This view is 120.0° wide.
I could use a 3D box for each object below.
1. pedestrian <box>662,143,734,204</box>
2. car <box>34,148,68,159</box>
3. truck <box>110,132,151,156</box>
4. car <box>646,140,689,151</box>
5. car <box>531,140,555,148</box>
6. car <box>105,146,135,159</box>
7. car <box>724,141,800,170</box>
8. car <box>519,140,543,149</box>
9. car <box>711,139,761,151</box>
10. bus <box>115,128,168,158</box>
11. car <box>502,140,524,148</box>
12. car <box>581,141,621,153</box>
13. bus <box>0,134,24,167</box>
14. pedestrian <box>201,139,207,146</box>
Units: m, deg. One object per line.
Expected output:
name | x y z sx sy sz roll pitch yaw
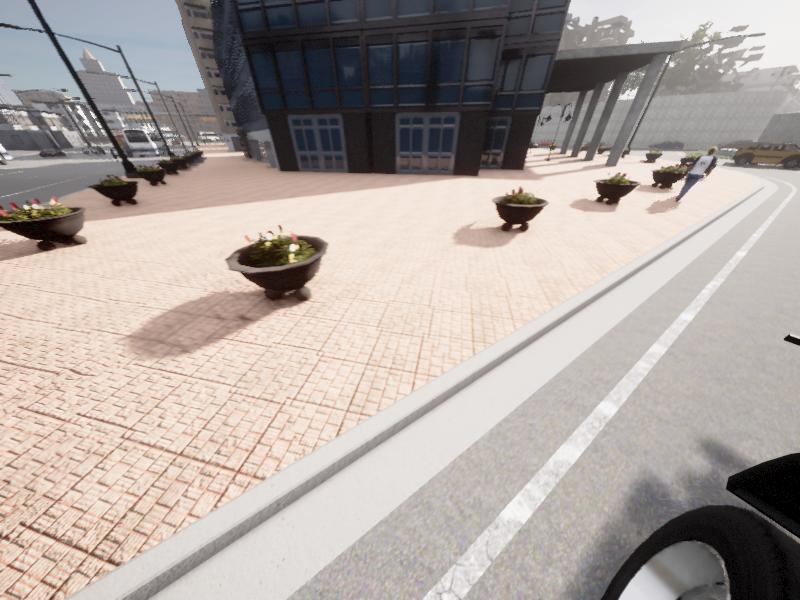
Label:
pedestrian | 10.954 -4.681 8.561 0.751 1.860 0.751 -21 40 -26
car | -62.535 -26.387 41.490 1.994 1.385 4.181 -21 41 -26
truck | -56.021 -32.766 48.304 2.891 3.827 8.468 -21 41 -26
car | 52.739 -30.559 45.735 5.027 1.651 2.152 18 39 23
car | 35.175 -38.540 56.925 2.007 1.525 4.514 -20 40 -25
car | -49.909 -26.405 41.296 2.033 1.649 4.856 -21 40 -26
car | 32.556 -12.591 19.963 1.932 1.855 4.605 -7 36 -10
car | 28.086 -33.510 49.778 1.851 1.617 3.988 -17 39 -22
car | 62.159 -28.799 42.849 4.553 1.767 2.097 9 36 12
bus | -48.828 -30.096 44.232 3.944 4.253 10.273 -21 41 -26
car | 27.413 -38.063 56.319 1.994 1.385 4.181 -20 40 -25
car | 36.524 -28.014 42.172 2.152 1.651 5.027 -12 37 -16
bus | -50.964 -18.005 26.937 3.944 4.253 10.273 -27 42 -32
pedestrian | -60.041 -48.442 70.932 0.751 1.860 0.751 -21 40 -27
